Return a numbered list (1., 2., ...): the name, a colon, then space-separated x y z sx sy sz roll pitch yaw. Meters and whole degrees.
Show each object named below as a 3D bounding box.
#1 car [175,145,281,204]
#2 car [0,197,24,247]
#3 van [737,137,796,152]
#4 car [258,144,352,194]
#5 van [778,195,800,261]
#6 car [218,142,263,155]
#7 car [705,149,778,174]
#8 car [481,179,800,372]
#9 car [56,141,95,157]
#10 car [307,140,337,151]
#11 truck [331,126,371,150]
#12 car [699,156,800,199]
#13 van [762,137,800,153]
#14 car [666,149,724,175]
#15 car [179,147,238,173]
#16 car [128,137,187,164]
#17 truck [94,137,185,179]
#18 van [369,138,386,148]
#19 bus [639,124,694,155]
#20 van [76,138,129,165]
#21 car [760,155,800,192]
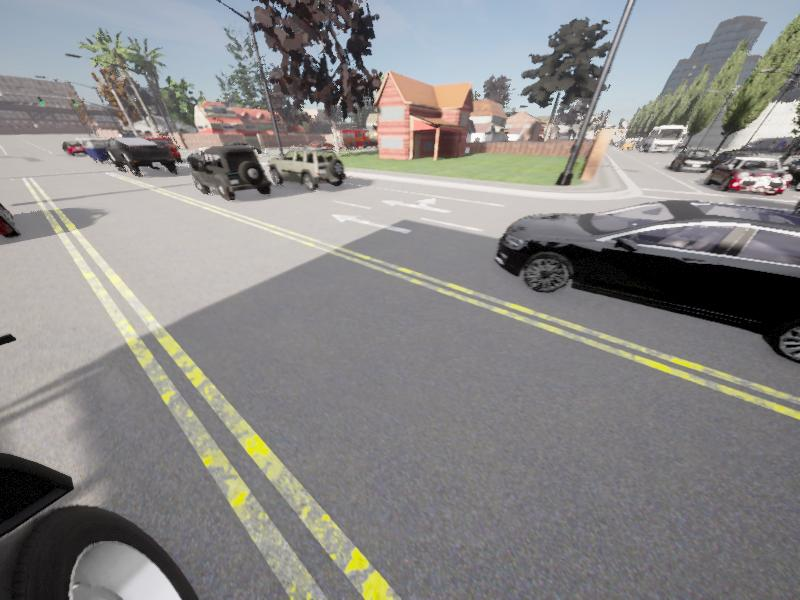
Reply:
1. car: -7.516 -5.647 10.166 3.866 1.878 1.905 22 41 28
2. car: -11.867 -2.272 5.800 4.181 1.385 1.994 22 41 28
3. van: 76.898 -32.774 48.699 5.915 2.561 1.988 20 40 29
4. car: -4.990 -7.039 12.183 4.605 1.855 1.932 23 41 28
5. van: 11.639 -2.370 5.181 5.915 2.561 1.988 -25 44 -32
6. car: -23.029 -22.104 33.643 1.837 1.490 4.892 21 40 26
7. car: 28.898 -11.964 19.818 2.007 1.525 4.514 22 40 27
8. car: 4.195 -0.710 3.641 4.902 1.511 2.128 21 40 26
9. car: -41.468 -19.394 29.513 4.514 1.525 2.007 22 41 28
10. car: -14.742 -29.304 43.796 2.152 1.651 5.027 21 40 26
11. truck: -10.047 -34.282 48.981 2.891 3.827 8.468 21 40 27
12. car: 18.157 -6.532 12.058 1.970 1.475 3.806 22 41 27
13. van: 77.230 -30.227 45.002 6.366 2.431 2.351 19 39 30
14. car: 23.935 -11.397 18.934 1.789 1.549 3.705 22 41 27
15. car: -14.777 -10.901 17.884 3.806 1.475 1.970 22 41 28
16. car: -24.177 -14.979 23.052 5.566 2.045 2.150 22 41 28
17. truck: -18.292 -10.123 16.207 6.274 2.098 2.390 22 41 28
18. van: -5.262 -37.846 55.669 1.775 1.987 4.442 19 39 25
19. bus: 49.701 -30.354 43.692 3.944 4.253 10.273 22 41 27
20. van: -27.962 -14.037 21.729 4.442 1.987 1.775 22 41 28
21. car: 22.787 -6.839 12.528 1.837 1.490 4.892 22 41 27
